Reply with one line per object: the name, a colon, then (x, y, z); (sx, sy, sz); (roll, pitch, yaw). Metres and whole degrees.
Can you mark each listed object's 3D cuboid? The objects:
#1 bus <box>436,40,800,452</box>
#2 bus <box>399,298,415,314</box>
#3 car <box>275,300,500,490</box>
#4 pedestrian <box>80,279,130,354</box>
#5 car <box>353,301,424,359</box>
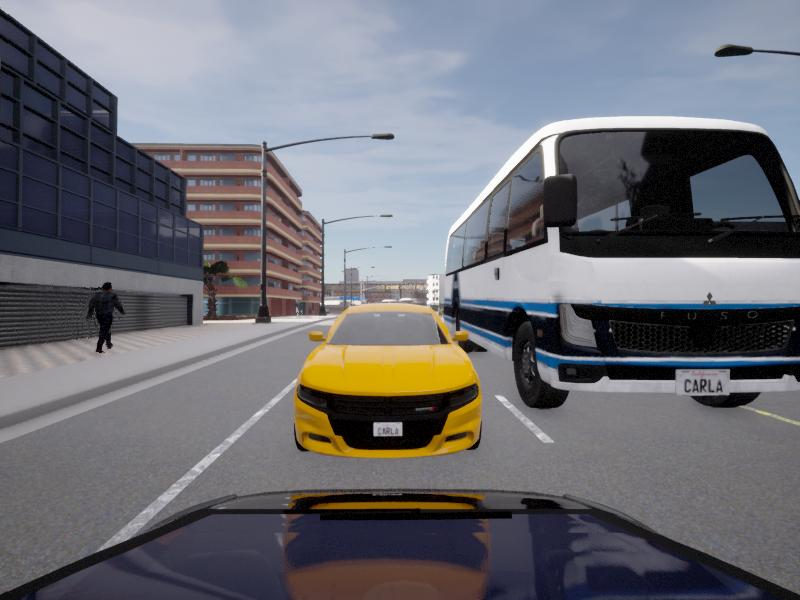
bus: (3.384, -0.601, 9.306); (3.944, 4.253, 10.273); (0, 1, -1)
bus: (1.797, 1.646, 109.756); (3.944, 4.253, 10.273); (0, -1, -1)
car: (-0.158, 0.790, 5.854); (1.882, 1.535, 5.008); (0, 1, -1)
pedestrian: (-7.552, 0.410, 10.274); (0.751, 1.860, 0.751); (0, -1, -8)
car: (-0.325, 0.768, 12.619); (1.812, 1.442, 4.674); (0, 1, -1)
